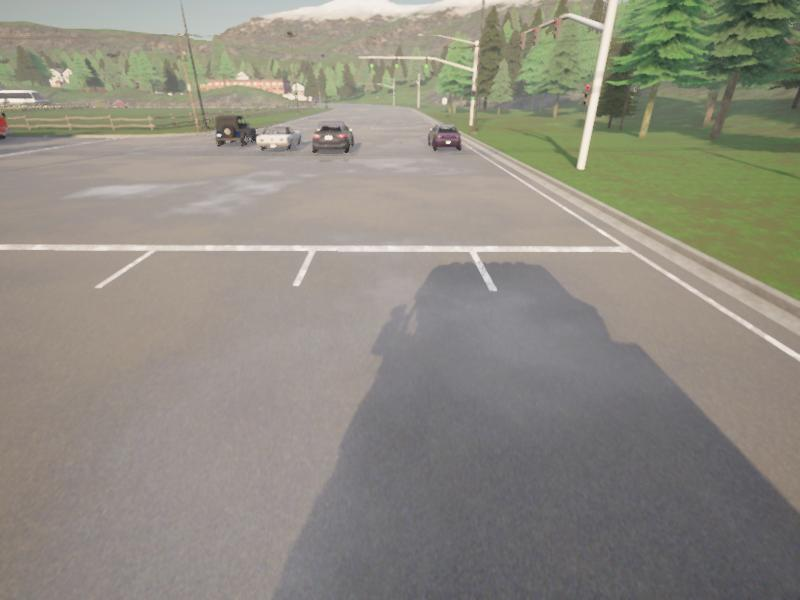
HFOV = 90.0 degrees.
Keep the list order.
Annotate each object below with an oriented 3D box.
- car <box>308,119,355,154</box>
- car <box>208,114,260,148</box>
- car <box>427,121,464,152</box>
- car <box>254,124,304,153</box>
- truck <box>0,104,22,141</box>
[{"bbox_3d":[-4.137,-10.272,24.956,2.242,1.667,4.611,-1,27,-1],"label":"car"},{"bbox_3d":[-11.210,-11.615,27.341,1.905,1.878,3.866,-1,27,-1],"label":"car"},{"bbox_3d":[2.842,-10.578,25.775,1.816,1.474,4.193,-1,27,-1],"label":"car"},{"bbox_3d":[-7.662,-10.504,25.821,1.895,1.301,4.718,-1,27,-1],"label":"car"},{"bbox_3d":[-32.324,-13.118,29.656,5.204,2.467,2.627,-1,27,-1],"label":"truck"}]
